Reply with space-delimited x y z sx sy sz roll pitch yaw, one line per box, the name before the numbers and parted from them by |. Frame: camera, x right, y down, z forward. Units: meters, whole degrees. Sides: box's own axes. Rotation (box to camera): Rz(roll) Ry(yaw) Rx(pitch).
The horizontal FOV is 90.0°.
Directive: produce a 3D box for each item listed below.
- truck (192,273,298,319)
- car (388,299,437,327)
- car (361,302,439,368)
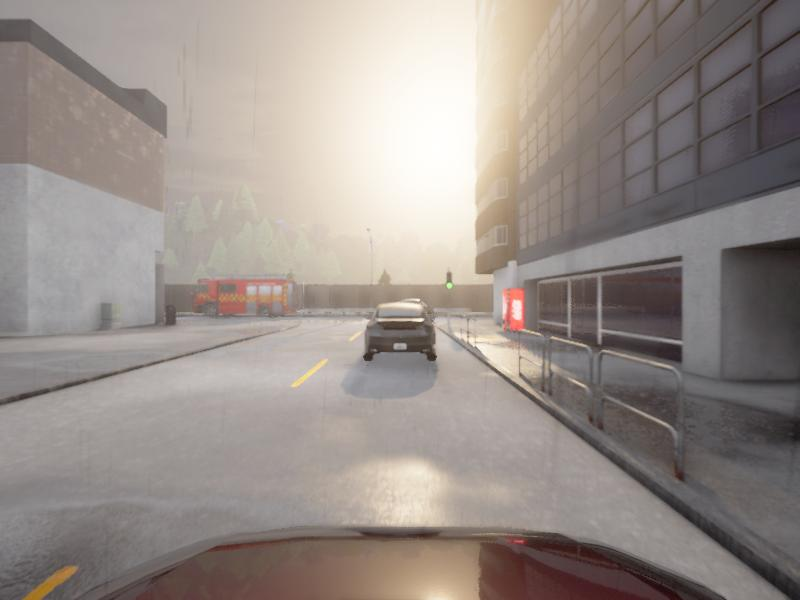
truck | -13.617 -0.353 35.504 8.468 3.827 2.891 0 0 9
car | 0.928 0.758 25.771 2.152 1.651 5.027 0 0 13
car | 0.004 0.834 11.838 1.837 1.490 4.892 0 0 0
